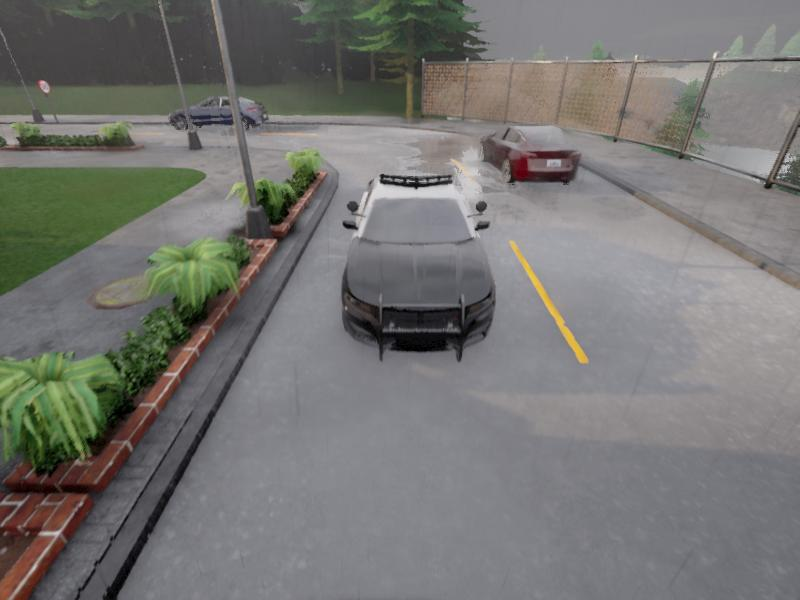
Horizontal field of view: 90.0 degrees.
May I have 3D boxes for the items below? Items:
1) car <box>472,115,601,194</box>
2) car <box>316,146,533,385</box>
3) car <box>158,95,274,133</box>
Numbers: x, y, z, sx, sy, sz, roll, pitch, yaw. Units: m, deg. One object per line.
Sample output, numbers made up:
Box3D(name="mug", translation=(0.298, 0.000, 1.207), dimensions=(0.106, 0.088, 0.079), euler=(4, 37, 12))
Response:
Box3D(name="car", translation=(3.956, -4.805, 12.723), dimensions=(2.163, 1.488, 4.792), euler=(-2, 30, -3))
Box3D(name="car", translation=(0.236, -1.096, 6.232), dimensions=(1.930, 1.638, 5.238), euler=(0, 30, 0))
Box3D(name="car", translation=(-9.806, -10.128, 21.674), dimensions=(5.027, 1.651, 2.152), euler=(1, 30, 2))
